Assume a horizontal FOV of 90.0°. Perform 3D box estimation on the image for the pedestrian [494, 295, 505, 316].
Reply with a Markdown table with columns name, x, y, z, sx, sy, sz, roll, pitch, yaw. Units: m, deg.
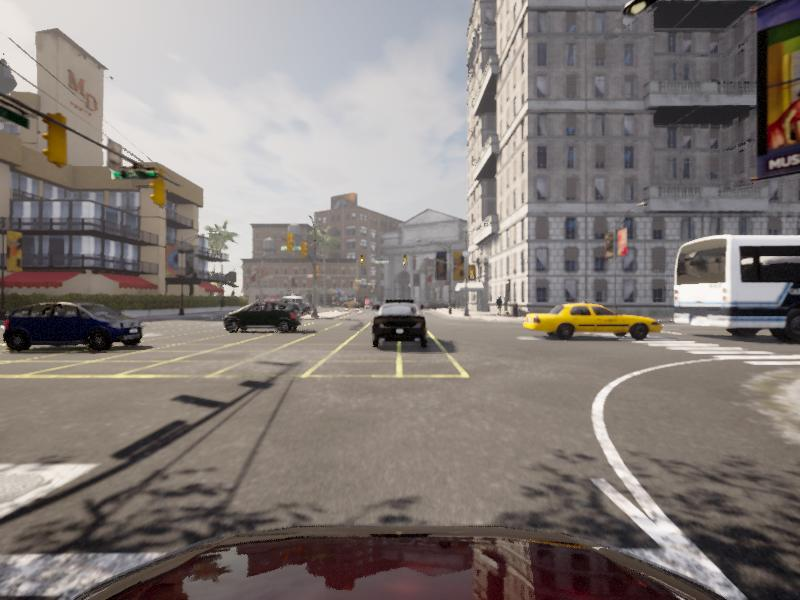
| name | x | y | z | sx | sy | sz | roll | pitch | yaw |
| --- | --- | --- | --- | --- | --- | --- | --- | --- | --- |
| pedestrian | 9.084 | 0.516 | 36.489 | 0.751 | 1.860 | 0.751 | 0 | 0 | -6 |

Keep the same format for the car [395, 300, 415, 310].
| name | x | y | z | sx | sy | sz | roll | pitch | yaw |
| --- | --- | --- | --- | --- | --- | --- | --- | --- | --- |
| car | 0.956 | 0.836 | 66.081 | 2.152 | 1.651 | 5.027 | 0 | 0 | 15 |

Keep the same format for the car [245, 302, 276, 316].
| name | x | y | z | sx | sy | sz | roll | pitch | yaw |
| --- | --- | --- | --- | --- | --- | --- | --- | --- | --- |
| car | -15.028 | 0.906 | 43.341 | 1.812 | 1.442 | 4.674 | 0 | 0 | 0 |

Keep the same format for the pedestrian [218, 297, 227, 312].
| name | x | y | z | sx | sy | sz | roll | pitch | yaw |
| --- | --- | --- | --- | --- | --- | --- | --- | --- | --- |
| pedestrian | -22.276 | 0.527 | 50.153 | 0.751 | 1.860 | 0.751 | 0 | 0 | 0 |

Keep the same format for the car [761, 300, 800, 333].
| name | x | y | z | sx | sy | sz | roll | pitch | yaw |
| --- | --- | --- | --- | --- | --- | --- | --- | --- | --- |
| car | 21.255 | 0.805 | 20.409 | 3.988 | 1.617 | 1.851 | 0 | 0 | 0 |

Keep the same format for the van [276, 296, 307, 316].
| name | x | y | z | sx | sy | sz | roll | pitch | yaw |
| --- | --- | --- | --- | --- | --- | --- | --- | --- | --- |
| van | -11.522 | 0.607 | 42.731 | 2.069 | 2.038 | 4.480 | 0 | 0 | 0 |

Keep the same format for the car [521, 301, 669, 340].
| name | x | y | z | sx | sy | sz | roll | pitch | yaw |
| --- | --- | --- | --- | --- | --- | --- | --- | --- | --- |
| car | 8.057 | 0.816 | 16.949 | 5.366 | 1.575 | 1.801 | 0 | 0 | 3 |

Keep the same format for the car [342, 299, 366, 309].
| name | x | y | z | sx | sy | sz | roll | pitch | yaw |
| --- | --- | --- | --- | --- | --- | --- | --- | --- | --- |
| car | -8.957 | 0.718 | 77.232 | 4.605 | 1.855 | 1.932 | 0 | 0 | 39 |

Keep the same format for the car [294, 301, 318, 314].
| name | x | y | z | sx | sy | sz | roll | pitch | yaw |
| --- | --- | --- | --- | --- | --- | --- | --- | --- | --- |
| car | -11.532 | 0.911 | 49.200 | 1.812 | 1.442 | 4.674 | 0 | 0 | 0 |

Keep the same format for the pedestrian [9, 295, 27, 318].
| name | x | y | z | sx | sy | sz | roll | pitch | yaw |
| --- | --- | --- | --- | --- | --- | --- | --- | --- | --- |
| pedestrian | -31.592 | 0.513 | 33.059 | 0.751 | 1.860 | 0.751 | 0 | 0 | -3 |

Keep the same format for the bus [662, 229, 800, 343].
| name | x | y | z | sx | sy | sz | roll | pitch | yaw |
| --- | --- | --- | --- | --- | --- | --- | --- | --- | --- |
| bus | 17.562 | -0.520 | 17.007 | 10.273 | 4.253 | 3.944 | 0 | 0 | 0 |

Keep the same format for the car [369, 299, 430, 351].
| name | x | y | z | sx | sy | sz | roll | pitch | yaw |
| --- | --- | --- | --- | --- | --- | --- | --- | --- | --- |
| car | -0.010 | 0.784 | 15.362 | 1.930 | 1.638 | 5.238 | 0 | 0 | 0 |

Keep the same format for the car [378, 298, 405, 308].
| name | x | y | z | sx | sy | sz | roll | pitch | yaw |
| --- | --- | --- | --- | --- | --- | --- | --- | --- | --- |
| car | -1.730 | 0.640 | 81.904 | 5.566 | 2.045 | 2.150 | 0 | 0 | 0 |

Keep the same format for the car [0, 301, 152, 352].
| name | x | y | z | sx | sy | sz | roll | pitch | yaw |
| --- | --- | --- | --- | --- | --- | --- | --- | --- | --- |
| car | -10.617 | 0.828 | 13.208 | 3.705 | 1.549 | 1.789 | 0 | 0 | 0 |

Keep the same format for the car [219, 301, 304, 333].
| name | x | y | z | sx | sy | sz | roll | pitch | yaw |
| --- | --- | --- | --- | --- | --- | --- | --- | --- | --- |
| car | -6.901 | 0.833 | 20.231 | 3.705 | 1.549 | 1.789 | 0 | 0 | 0 |

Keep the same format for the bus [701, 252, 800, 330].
| name | x | y | z | sx | sy | sz | roll | pitch | yaw |
| --- | --- | --- | --- | --- | --- | --- | --- | --- | --- |
| bus | 24.537 | -0.514 | 23.802 | 10.273 | 4.253 | 3.944 | 0 | 0 | 0 |

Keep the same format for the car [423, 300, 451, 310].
| name | x | y | z | sx | sy | sz | roll | pitch | yaw |
| --- | --- | --- | --- | --- | --- | --- | --- | --- | --- |
| car | 6.721 | 0.885 | 73.454 | 4.611 | 1.667 | 2.242 | 0 | 0 | -26 |
